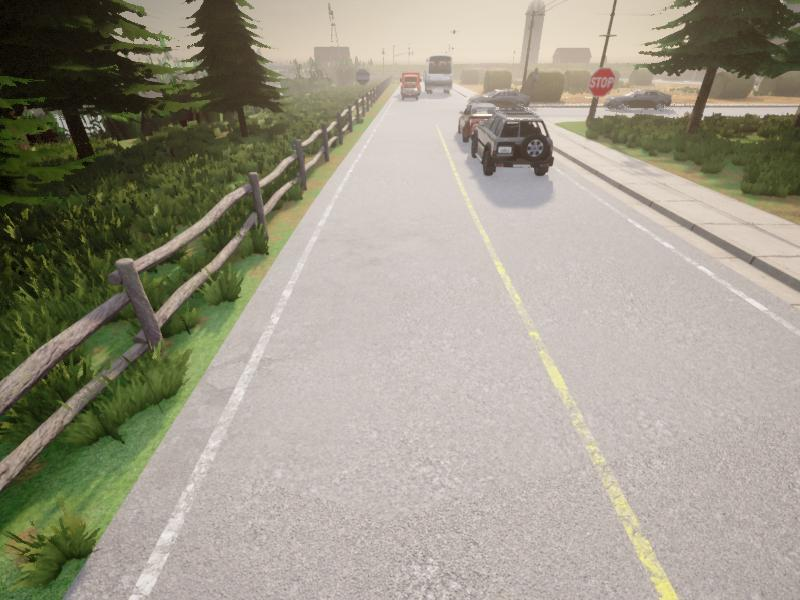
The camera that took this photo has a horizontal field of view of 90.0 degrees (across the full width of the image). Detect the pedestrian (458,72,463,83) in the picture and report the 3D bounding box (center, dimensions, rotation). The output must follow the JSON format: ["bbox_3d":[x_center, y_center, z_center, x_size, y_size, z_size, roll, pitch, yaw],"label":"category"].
[{"bbox_3d":[12.310,-45.055,80.971,0.751,1.860,0.751,9,31,14],"label":"pedestrian"}]

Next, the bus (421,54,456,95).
[{"bbox_3d":[4.856,-29.901,52.988,3.944,4.253,10.273,1,30,1],"label":"bus"}]

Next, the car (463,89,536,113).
[{"bbox_3d":[7.654,-15.519,31.141,4.902,1.511,2.128,-4,30,-7],"label":"car"}]

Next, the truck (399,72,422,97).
[{"bbox_3d":[1.288,-26.019,48.115,2.627,2.467,5.204,1,30,1],"label":"truck"}]

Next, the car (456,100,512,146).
[{"bbox_3d":[3.871,-8.582,19.188,2.007,1.525,4.514,2,30,3],"label":"car"}]

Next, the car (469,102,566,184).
[{"bbox_3d":[3.649,-5.440,13.457,1.932,1.855,4.605,1,30,1],"label":"car"}]

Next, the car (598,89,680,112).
[{"bbox_3d":[18.772,-15.788,31.613,4.902,1.511,2.128,-1,30,-1],"label":"car"}]

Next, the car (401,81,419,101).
[{"bbox_3d":[1.077,-22.167,42.374,1.851,1.617,3.988,1,30,1],"label":"car"}]
